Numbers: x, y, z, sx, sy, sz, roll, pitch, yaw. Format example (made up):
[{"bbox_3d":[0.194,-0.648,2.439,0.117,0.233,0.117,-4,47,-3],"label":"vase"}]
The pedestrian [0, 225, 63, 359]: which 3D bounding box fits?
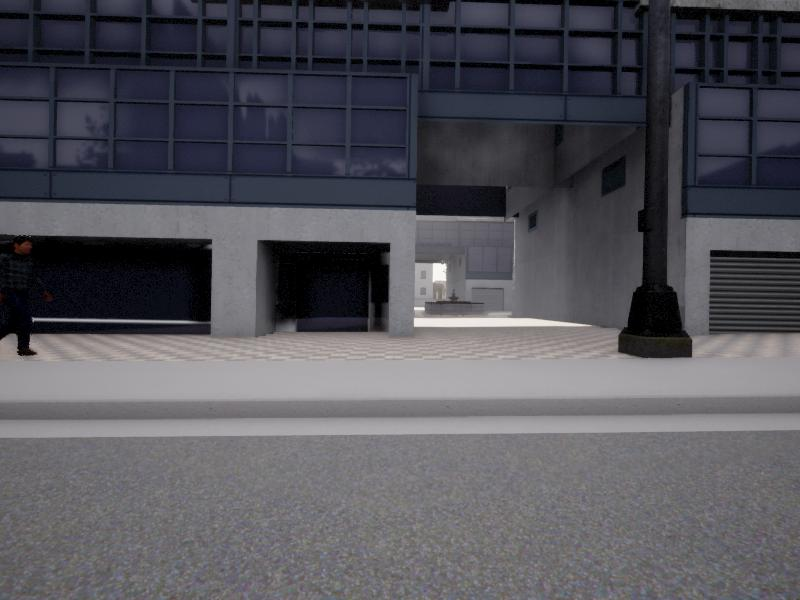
[{"bbox_3d":[-5.711,-0.113,5.931,0.751,1.860,0.751,1,0,0],"label":"pedestrian"}]
